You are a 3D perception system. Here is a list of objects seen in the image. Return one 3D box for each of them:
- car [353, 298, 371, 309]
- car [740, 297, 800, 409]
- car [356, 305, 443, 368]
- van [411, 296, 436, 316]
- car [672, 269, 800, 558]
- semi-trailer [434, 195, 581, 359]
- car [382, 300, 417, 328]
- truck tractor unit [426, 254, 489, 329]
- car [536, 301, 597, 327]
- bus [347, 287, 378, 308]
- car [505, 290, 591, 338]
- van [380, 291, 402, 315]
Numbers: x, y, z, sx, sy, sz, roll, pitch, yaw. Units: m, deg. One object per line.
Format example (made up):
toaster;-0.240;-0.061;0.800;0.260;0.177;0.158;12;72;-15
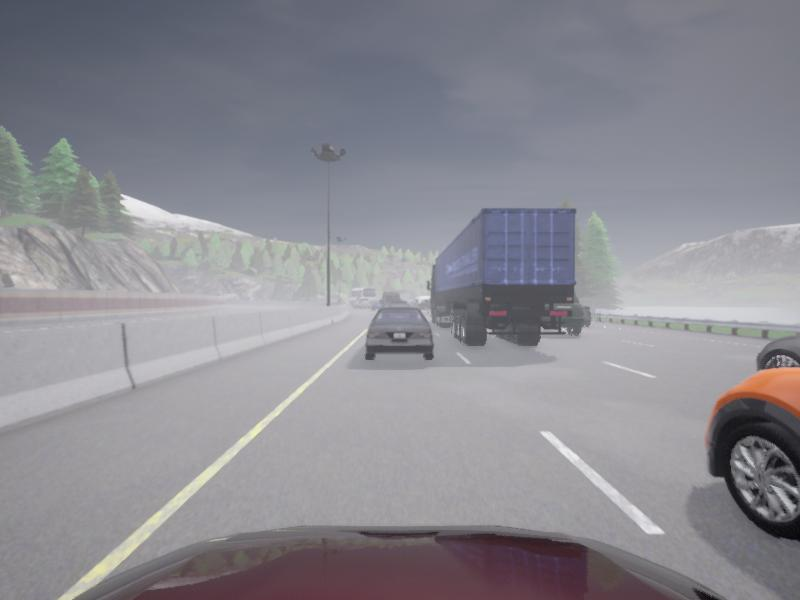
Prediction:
car;-7.102;0.603;73.808;2.150;2.045;5.566;0;0;-17
car;6.993;0.783;4.453;2.152;1.651;5.027;0;0;0
car;-0.013;0.900;12.075;2.033;1.411;5.357;0;0;0
van;2.553;0.595;44.022;2.069;2.038;4.480;0;1;-6
car;3.498;0.695;1.321;2.097;1.767;4.553;0;0;0
semi-trailer;3.481;-0.608;17.877;2.717;4.402;14.254;0;0;0
car;-0.037;0.849;25.847;2.038;1.542;4.974;0;1;-1
truck tractor unit;3.446;-0.507;25.792;3.053;4.208;6.516;0;0;0
car;10.463;0.839;25.546;2.007;1.525;4.514;0;0;0
bus;-8.296;-0.494;87.188;3.944;4.253;10.273;0;0;-22
car;6.979;0.578;19.657;2.150;2.045;5.566;0;0;0
van;-1.115;0.344;45.484;1.988;2.561;5.915;0;0;-6
